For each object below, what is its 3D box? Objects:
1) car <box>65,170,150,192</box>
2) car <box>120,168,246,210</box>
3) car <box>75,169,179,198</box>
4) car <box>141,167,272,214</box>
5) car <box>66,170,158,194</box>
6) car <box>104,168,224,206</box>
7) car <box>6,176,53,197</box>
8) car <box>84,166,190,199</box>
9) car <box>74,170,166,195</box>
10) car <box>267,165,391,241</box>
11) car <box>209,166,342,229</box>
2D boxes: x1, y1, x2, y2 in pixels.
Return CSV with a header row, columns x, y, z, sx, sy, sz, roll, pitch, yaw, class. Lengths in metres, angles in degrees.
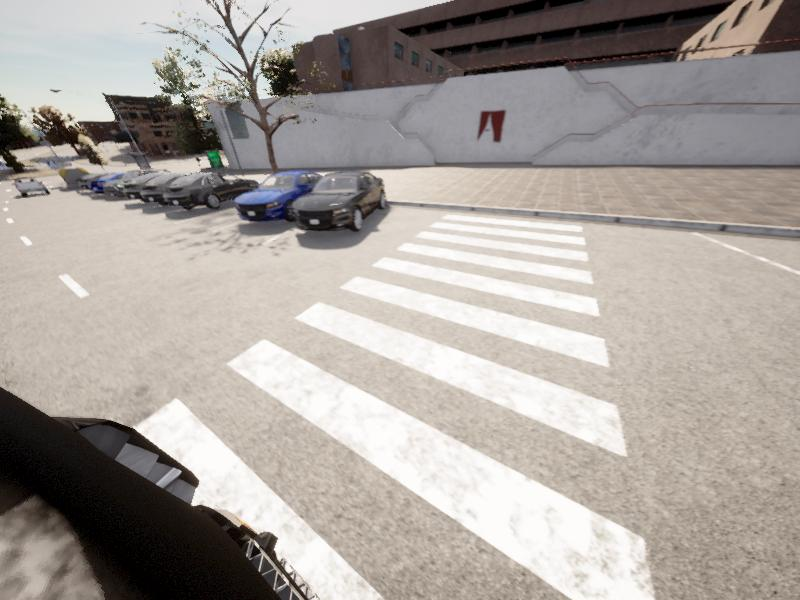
x,y,z,sx,sy,sz,roll,pitch,yaw,class
-29.350,-12.134,23.491,2.163,1.488,4.792,6,34,14,car
-12.096,-6.626,13.501,2.231,1.521,4.892,4,34,11,car
-22.051,-9.703,19.066,2.097,1.535,5.008,5,34,13,car
-9.566,-5.885,12.156,2.231,1.521,4.892,4,34,11,car
-26.941,-11.314,21.965,2.231,1.521,4.892,6,34,14,car
-14.610,-7.377,14.864,2.231,1.521,4.892,4,34,12,car
-36.429,-11.255,22.768,3.633,1.501,1.845,19,40,31,car
-19.578,-9.040,17.607,2.185,1.767,4.553,6,34,13,car
-24.493,-10.472,20.532,2.002,1.452,4.674,6,34,13,car
-1.909,-3.722,8.225,2.097,1.535,5.008,4,34,10,car
-4.468,-4.443,9.531,2.097,1.535,5.008,4,34,10,car
